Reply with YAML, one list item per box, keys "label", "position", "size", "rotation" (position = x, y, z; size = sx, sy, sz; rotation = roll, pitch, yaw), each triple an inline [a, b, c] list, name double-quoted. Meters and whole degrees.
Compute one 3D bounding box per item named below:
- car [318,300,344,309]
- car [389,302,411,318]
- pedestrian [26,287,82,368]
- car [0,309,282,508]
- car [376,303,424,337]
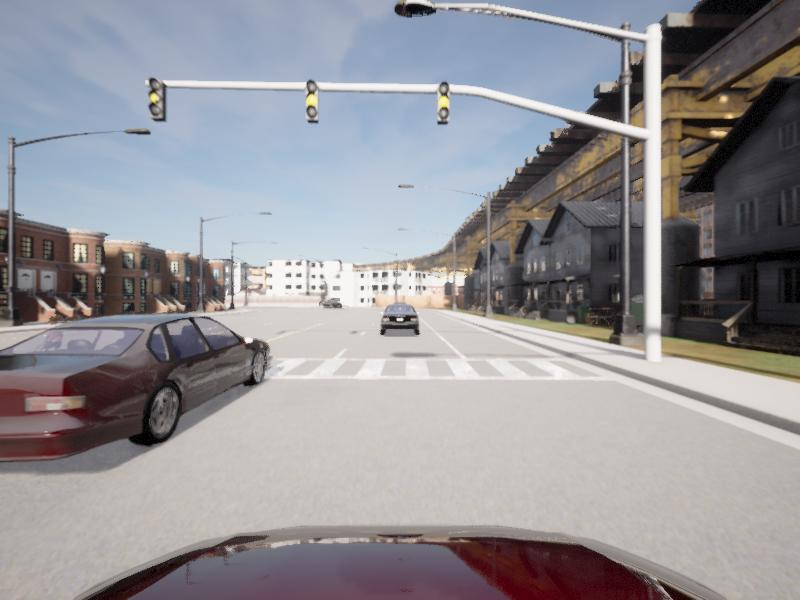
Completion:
- label: "car"
  position: [-12.550, 0.798, 72.657]
  size: [5.238, 1.638, 1.930]
  rotation: [0, 0, 45]
- label: "car"
  position: [-0.002, 0.909, 39.517]
  size: [2.033, 1.411, 5.357]
  rotation: [0, 0, 0]
- label: "pedestrian"
  position: [-8.343, 0.641, 9.662]
  size: [0.751, 1.860, 0.751]
  rotation: [0, 0, 18]
- label: "car"
  position: [-3.499, 0.897, 5.768]
  size: [2.033, 1.411, 5.357]
  rotation: [0, 0, 0]
- label: "car"
  position: [0.000, 0.902, 19.918]
  size: [2.033, 1.411, 5.357]
  rotation: [0, 0, 0]
